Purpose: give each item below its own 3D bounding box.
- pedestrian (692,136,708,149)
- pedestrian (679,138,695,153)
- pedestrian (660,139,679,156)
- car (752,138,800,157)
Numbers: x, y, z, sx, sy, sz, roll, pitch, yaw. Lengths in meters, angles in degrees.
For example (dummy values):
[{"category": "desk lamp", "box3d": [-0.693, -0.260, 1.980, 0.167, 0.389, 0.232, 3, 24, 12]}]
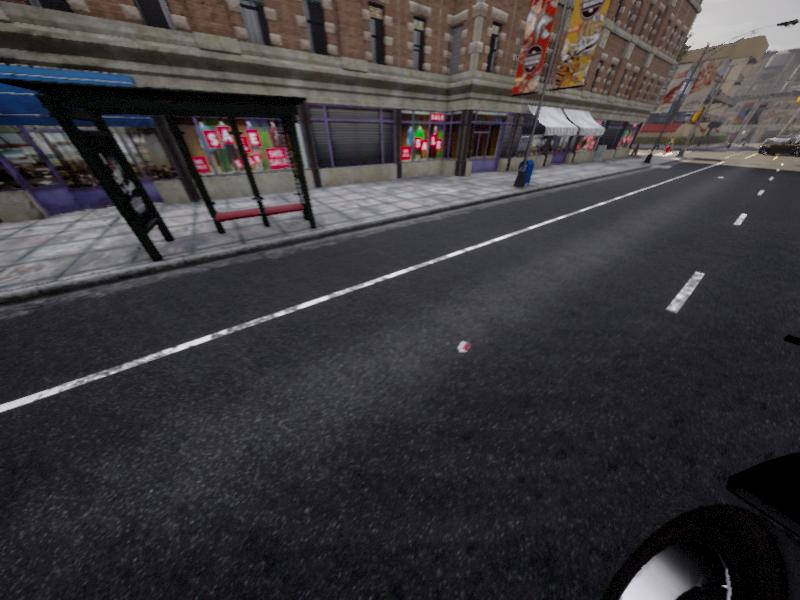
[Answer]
[{"category": "pedestrian", "box3d": [54.945, -28.811, 42.279, 0.751, 1.860, 0.751, -4, 35, -6]}, {"category": "pedestrian", "box3d": [44.613, -24.066, 35.918, 0.751, 1.860, 0.751, 29, 45, 35]}, {"category": "pedestrian", "box3d": [34.523, -19.570, 29.639, 0.751, 1.860, 0.751, -25, 42, -30]}, {"category": "car", "box3d": [48.316, -18.890, 28.585, 1.932, 1.855, 4.605, -6, 36, -8]}]
